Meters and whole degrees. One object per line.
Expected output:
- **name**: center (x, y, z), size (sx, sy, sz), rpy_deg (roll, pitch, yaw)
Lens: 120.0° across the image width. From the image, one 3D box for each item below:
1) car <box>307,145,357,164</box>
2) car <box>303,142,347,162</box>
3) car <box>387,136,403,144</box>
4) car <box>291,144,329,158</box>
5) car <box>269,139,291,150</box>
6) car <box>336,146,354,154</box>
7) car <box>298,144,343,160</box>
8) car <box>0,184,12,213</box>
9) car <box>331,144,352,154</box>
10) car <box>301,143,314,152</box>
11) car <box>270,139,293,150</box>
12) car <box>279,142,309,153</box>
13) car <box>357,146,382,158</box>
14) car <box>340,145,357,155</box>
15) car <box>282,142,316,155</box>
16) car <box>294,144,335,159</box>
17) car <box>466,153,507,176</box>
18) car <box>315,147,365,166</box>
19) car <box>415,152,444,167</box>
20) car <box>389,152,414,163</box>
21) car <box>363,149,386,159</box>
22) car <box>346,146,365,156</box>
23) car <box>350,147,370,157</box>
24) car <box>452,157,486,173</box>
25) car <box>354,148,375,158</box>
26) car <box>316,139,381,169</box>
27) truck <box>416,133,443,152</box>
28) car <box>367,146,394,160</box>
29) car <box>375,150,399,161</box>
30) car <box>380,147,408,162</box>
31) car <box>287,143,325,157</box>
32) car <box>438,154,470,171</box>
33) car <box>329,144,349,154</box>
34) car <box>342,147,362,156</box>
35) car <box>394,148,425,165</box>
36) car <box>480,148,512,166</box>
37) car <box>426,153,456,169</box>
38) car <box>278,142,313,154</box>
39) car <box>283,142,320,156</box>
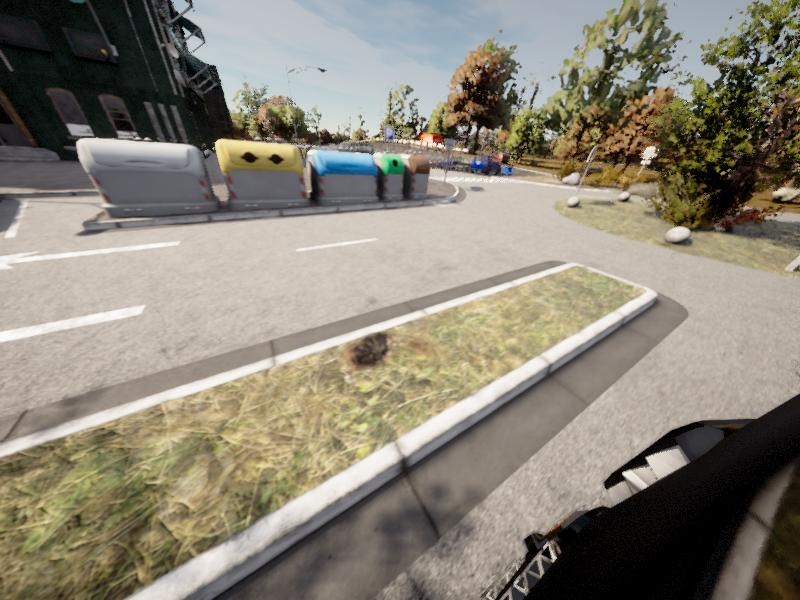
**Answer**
- **car**: center (-7.606, -16.499, 26.266), size (2.231, 1.521, 4.892), rpy_deg (27, 39, 31)
- **car**: center (-9.071, -18.075, 28.290), size (2.185, 1.767, 4.553), rpy_deg (27, 39, 32)
- **car**: center (-1.261, -39.092, 56.404), size (2.007, 1.525, 4.514), rpy_deg (-14, 37, -27)
- **car**: center (-13.435, -22.381, 34.702), size (2.163, 1.488, 4.792), rpy_deg (28, 40, 31)
- **car**: center (-30.932, -40.315, 59.822), size (1.878, 1.987, 4.442), rpy_deg (28, 40, 31)
- **car**: center (-15.983, -43.733, 67.377), size (2.185, 1.767, 4.553), rpy_deg (28, 38, 31)
- **car**: center (-10.397, -19.536, 30.612), size (1.946, 1.575, 5.366), rpy_deg (27, 39, 31)
- **car**: center (-12.765, -2.990, 5.986), size (5.366, 1.575, 1.946), rpy_deg (26, 40, 32)
- **car**: center (-17.492, -45.327, 69.422), size (2.435, 2.045, 5.566), rpy_deg (28, 38, 31)
- **car**: center (-24.498, -40.378, 60.969), size (2.097, 1.767, 4.553), rpy_deg (-14, 37, -27)
- **car**: center (-29.478, -38.835, 57.712), size (1.878, 1.987, 4.442), rpy_deg (28, 40, 31)
- **car**: center (-20.681, -29.804, 45.295), size (2.163, 1.488, 4.792), rpy_deg (27, 39, 31)
- **car**: center (-7.068, -34.773, 54.384), size (2.435, 2.045, 5.566), rpy_deg (28, 38, 31)
- **car**: center (-14.443, -42.340, 65.231), size (1.878, 1.987, 4.442), rpy_deg (28, 38, 31)
- **car**: center (-17.784, -26.859, 41.040), size (2.097, 1.535, 5.008), rpy_deg (28, 40, 31)
- **car**: center (-11.964, -20.935, 32.594), size (2.231, 1.521, 4.892), rpy_deg (27, 40, 32)
- **car**: center (10.753, -16.644, 28.527), size (2.435, 2.045, 5.566), rpy_deg (28, 38, 31)
- **car**: center (-6.151, -14.989, 24.181), size (2.002, 1.452, 4.674), rpy_deg (28, 40, 31)
- **car**: center (4.805, -22.580, 37.211), size (2.185, 1.767, 4.553), rpy_deg (28, 38, 31)
- **car**: center (0.300, -26.959, 43.716), size (2.163, 1.488, 4.792), rpy_deg (28, 38, 31)
- **car**: center (-5.739, -32.974, 52.214), size (1.946, 1.575, 5.366), rpy_deg (28, 38, 31)
- **car**: center (-11.586, -39.182, 60.877), size (2.185, 1.767, 4.553), rpy_deg (28, 38, 31)
- **car**: center (-10.089, -37.669, 58.721), size (2.185, 1.767, 4.553), rpy_deg (28, 38, 31)
- **car**: center (9.242, -17.931, 30.796), size (2.231, 1.521, 4.892), rpy_deg (28, 38, 31)
- **car**: center (-8.617, -36.026, 56.647), size (2.163, 1.488, 4.792), rpy_deg (28, 38, 31)
- **car**: center (-4.689, -13.740, 21.890), size (2.435, 2.045, 5.566), rpy_deg (28, 40, 31)
- **truck**: center (5.810, -31.577, 46.168), size (2.627, 2.467, 5.204), rpy_deg (-13, 41, -26)
- **car**: center (-4.139, -31.730, 50.034), size (2.435, 2.045, 5.566), rpy_deg (28, 39, 31)
- **car**: center (-2.666, -30.018, 48.032), size (2.231, 1.521, 4.892), rpy_deg (28, 38, 31)
- **car**: center (-1.122, -28.729, 45.764), size (2.435, 2.045, 5.566), rpy_deg (28, 38, 31)
- **car**: center (-14.867, -23.895, 36.813), size (2.097, 1.535, 5.008), rpy_deg (27, 39, 32)
- **car**: center (7.739, -19.537, 32.861), size (2.185, 1.767, 4.553), rpy_deg (28, 38, 31)
- **car**: center (-18.961, -46.866, 71.623), size (2.435, 2.045, 5.566), rpy_deg (28, 38, 31)
- **car**: center (-13.042, -40.595, 63.119), size (2.231, 1.521, 4.892), rpy_deg (28, 38, 31)
- **car**: center (1.813, -25.685, 41.412), size (2.435, 2.045, 5.566), rpy_deg (28, 38, 31)
- **car**: center (14.246, -21.402, 34.521), size (1.851, 1.617, 3.988), rpy_deg (-14, 41, -26)
- **car**: center (6.298, -21.068, 35.055), size (2.185, 1.767, 4.553), rpy_deg (28, 38, 31)
- **car**: center (-19.349, -28.265, 43.020), size (1.946, 1.575, 5.366), rpy_deg (28, 40, 31)
- **car**: center (-16.441, -25.306, 38.800), size (1.946, 1.575, 5.366), rpy_deg (28, 40, 31)
